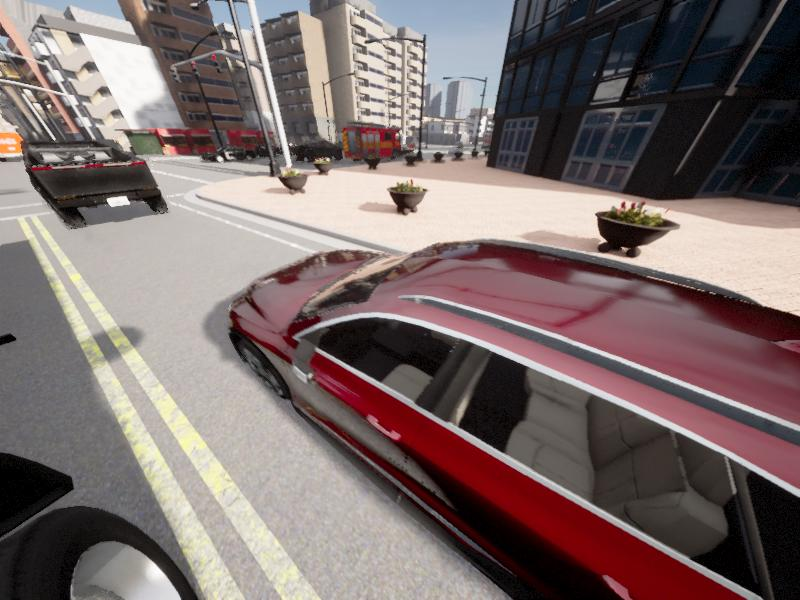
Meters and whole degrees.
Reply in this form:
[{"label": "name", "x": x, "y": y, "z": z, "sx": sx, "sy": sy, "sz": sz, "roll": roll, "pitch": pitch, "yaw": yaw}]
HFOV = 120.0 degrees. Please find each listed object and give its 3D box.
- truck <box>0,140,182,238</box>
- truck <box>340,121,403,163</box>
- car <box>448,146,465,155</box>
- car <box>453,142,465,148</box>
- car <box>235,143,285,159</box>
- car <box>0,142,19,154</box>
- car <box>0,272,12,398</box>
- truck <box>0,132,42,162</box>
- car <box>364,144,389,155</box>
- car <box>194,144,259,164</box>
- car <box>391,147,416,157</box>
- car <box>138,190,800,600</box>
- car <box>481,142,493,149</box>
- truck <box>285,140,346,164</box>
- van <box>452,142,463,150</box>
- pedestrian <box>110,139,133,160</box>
[{"label": "truck", "x": -10.630, "y": -4.151, "z": 7.896, "sx": 6.274, "sy": 2.098, "sz": 2.390, "roll": 22, "pitch": 41, "yaw": 28}, {"label": "truck", "x": -3.197, "y": -19.751, "z": 29.040, "sx": 2.891, "sy": 3.827, "sz": 8.468, "roll": 21, "pitch": 39, "yaw": 26}, {"label": "car", "x": 11.921, "y": -31.655, "z": 48.804, "sx": 1.812, "sy": 1.442, "sz": 4.674, "roll": 21, "pitch": 39, "yaw": 26}, {"label": "car", "x": 20.627, "y": -53.958, "z": 80.403, "sx": 2.242, "sy": 1.667, "sz": 4.611, "roll": 21, "pitch": 41, "yaw": 27}, {"label": "car", "x": -18.678, "y": -20.125, "z": 31.184, "sx": 1.930, "sy": 1.638, "sz": 5.238, "roll": 21, "pitch": 39, "yaw": 26}, {"label": "car", "x": -60.786, "y": -23.361, "z": 35.364, "sx": 4.181, "sy": 1.385, "sz": 1.994, "roll": 21, "pitch": 40, "yaw": 27}, {"label": "car", "x": -6.779, "y": 0.069, "z": 2.488, "sx": 4.974, "sy": 1.542, "sz": 2.038, "roll": 21, "pitch": 41, "yaw": 28}, {"label": "truck", "x": -41.859, "y": -16.431, "z": 24.746, "sx": 5.204, "sy": 2.467, "sz": 2.627, "roll": 21, "pitch": 40, "yaw": 27}, {"label": "car", "x": -4.349, "y": -28.691, "z": 44.011, "sx": 1.801, "sy": 1.575, "sz": 5.366, "roll": 21, "pitch": 39, "yaw": 27}, {"label": "car", "x": -18.954, "y": -16.279, "z": 25.619, "sx": 1.930, "sy": 1.638, "sz": 5.238, "roll": 21, "pitch": 40, "yaw": 26}, {"label": "car", "x": 0.645, "y": -25.612, "z": 39.890, "sx": 1.895, "sy": 1.301, "sz": 4.718, "roll": 21, "pitch": 39, "yaw": 27}, {"label": "car", "x": 0.448, "y": 0.392, "z": 1.944, "sx": 4.856, "sy": 1.649, "sz": 2.033, "roll": 21, "pitch": 40, "yaw": 27}, {"label": "car", "x": 27.868, "y": -49.322, "z": 73.766, "sx": 2.097, "sy": 1.767, "sz": 4.553, "roll": 21, "pitch": 41, "yaw": 27}, {"label": "truck", "x": -9.532, "y": -17.272, "z": 26.831, "sx": 2.390, "sy": 2.098, "sz": 6.274, "roll": 21, "pitch": 39, "yaw": 27}, {"label": "van", "x": 17.843, "y": -47.913, "z": 71.701, "sx": 1.775, "sy": 1.987, "sz": 4.442, "roll": 21, "pitch": 40, "yaw": 27}, {"label": "pedestrian", "x": -29.817, "y": -16.134, "z": 24.723, "sx": 0.751, "sy": 1.860, "sz": 0.751, "roll": 24, "pitch": 42, "yaw": 30}]
